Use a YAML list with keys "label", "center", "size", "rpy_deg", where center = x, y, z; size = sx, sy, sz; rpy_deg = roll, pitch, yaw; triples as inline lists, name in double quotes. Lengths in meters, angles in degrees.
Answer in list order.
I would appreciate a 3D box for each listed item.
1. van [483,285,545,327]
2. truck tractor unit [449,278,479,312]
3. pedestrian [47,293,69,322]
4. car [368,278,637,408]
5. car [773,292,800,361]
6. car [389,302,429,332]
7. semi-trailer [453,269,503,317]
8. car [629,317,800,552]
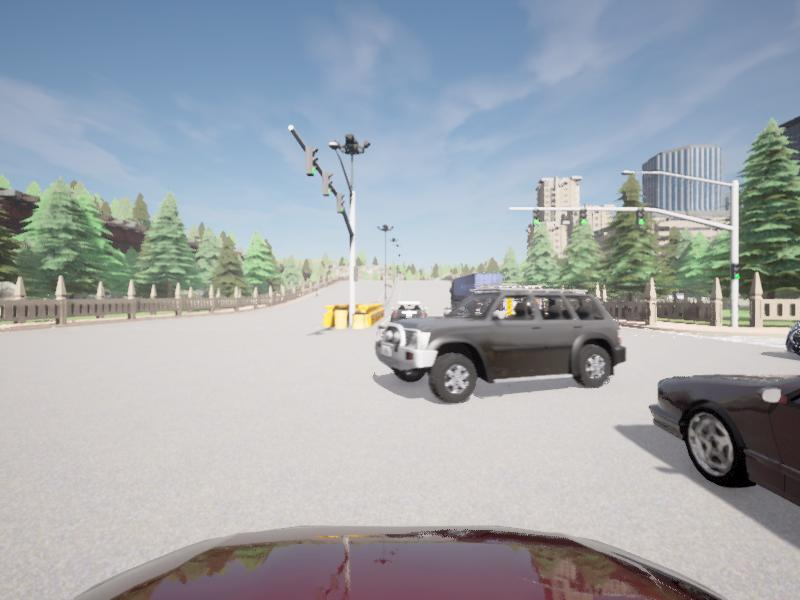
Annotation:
- label: "van"
  center: [7.297, 0.356, 26.494]
  size: [2.351, 2.431, 6.366]
  rpy_deg: [0, 0, 1]
- label: "truck tractor unit"
  center: [8.150, -0.704, 51.759]
  size: [3.053, 4.208, 6.516]
  rpy_deg: [0, 2, 1]
- label: "pedestrian"
  center: [-21.679, 0.467, 25.400]
  size: [0.751, 1.860, 0.751]
  rpy_deg: [0, 0, 1]
- label: "car"
  center: [1.909, 0.649, 7.475]
  size: [4.605, 1.855, 1.932]
  rpy_deg: [1, -1, -22]
- label: "car"
  center: [12.635, 0.686, 10.141]
  size: [4.553, 1.767, 2.097]
  rpy_deg: [0, 0, -4]
- label: "car"
  center: [0.492, 0.837, 21.360]
  size: [1.970, 1.475, 3.806]
  rpy_deg: [0, 0, 1]
- label: "semi-trailer"
  center: [8.129, -0.675, 43.865]
  size: [2.717, 4.402, 14.254]
  rpy_deg: [0, 1, 0]
- label: "car"
  center: [3.532, 0.893, 1.798]
  size: [2.033, 1.411, 5.357]
  rpy_deg: [0, 0, 1]
